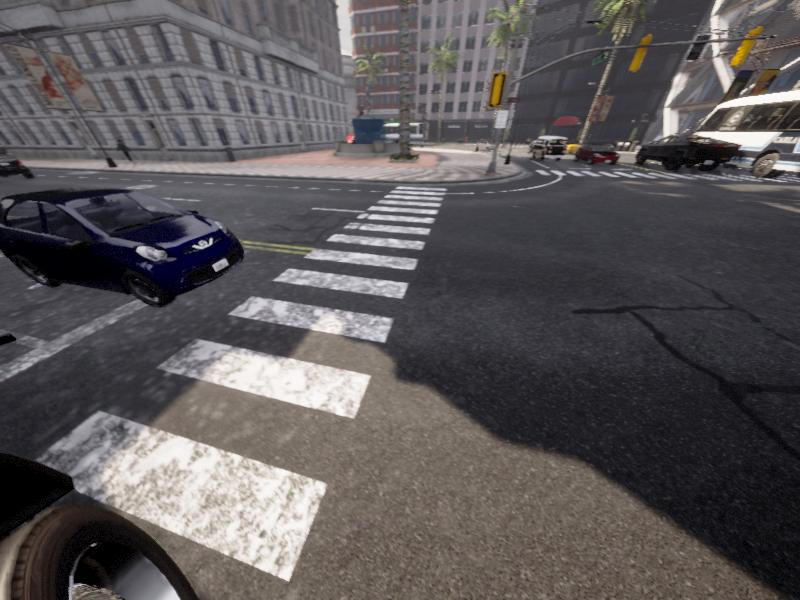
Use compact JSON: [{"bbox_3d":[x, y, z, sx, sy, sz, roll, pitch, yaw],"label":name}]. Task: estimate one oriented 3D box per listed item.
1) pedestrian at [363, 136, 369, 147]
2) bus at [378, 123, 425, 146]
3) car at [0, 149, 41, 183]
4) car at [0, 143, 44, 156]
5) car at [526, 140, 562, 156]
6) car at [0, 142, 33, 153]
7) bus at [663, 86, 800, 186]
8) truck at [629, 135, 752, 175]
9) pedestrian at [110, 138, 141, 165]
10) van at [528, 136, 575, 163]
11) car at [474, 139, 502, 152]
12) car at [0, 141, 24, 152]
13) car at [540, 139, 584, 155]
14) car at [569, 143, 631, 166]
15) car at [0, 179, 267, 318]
[{"bbox_3d":[-6.565,-30.457,44.368,0.751,1.860,0.751,-28,44,-33],"label":"pedestrian"},{"bbox_3d":[0.380,-39.282,54.854,10.273,4.253,3.944,16,39,22],"label":"bus"},{"bbox_3d":[-25.096,-8.209,14.080,3.705,1.549,1.789,8,37,11],"label":"car"},{"bbox_3d":[-55.148,-21.539,32.943,1.994,1.385,4.181,8,37,11],"label":"car"},{"bbox_3d":[18.624,-19.872,30.124,1.970,1.475,3.806,-4,36,-6],"label":"car"},{"bbox_3d":[-65.504,-25.046,37.880,2.033,1.411,5.357,8,36,11],"label":"car"},{"bbox_3d":[23.462,-10.246,14.324,3.944,4.253,10.273,8,37,11],"label":"bus"},{"bbox_3d":[20.665,-10.922,17.126,2.390,2.098,6.274,8,37,11],"label":"truck"},{"bbox_3d":[-23.152,-12.525,19.510,0.751,1.860,0.751,17,39,22],"label":"pedestrian"},{"bbox_3d":[14.819,-15.065,22.972,2.069,2.038,4.480,5,36,7],"label":"van"},{"bbox_3d":[13.499,-23.885,35.692,1.845,1.501,3.633,-14,38,-18],"label":"car"},{"bbox_3d":[-68.731,-25.975,39.116,2.163,1.488,4.792,8,37,11],"label":"car"},{"bbox_3d":[21.940,-21.019,31.611,1.801,1.575,5.366,-5,36,-6],"label":"car"},{"bbox_3d":[17.939,-13.378,21.087,2.163,1.488,4.792,6,36,9],"label":"car"},{"bbox_3d":[-4.820,-1.104,4.097,3.633,1.501,1.845,8,37,11],"label":"car"}]
